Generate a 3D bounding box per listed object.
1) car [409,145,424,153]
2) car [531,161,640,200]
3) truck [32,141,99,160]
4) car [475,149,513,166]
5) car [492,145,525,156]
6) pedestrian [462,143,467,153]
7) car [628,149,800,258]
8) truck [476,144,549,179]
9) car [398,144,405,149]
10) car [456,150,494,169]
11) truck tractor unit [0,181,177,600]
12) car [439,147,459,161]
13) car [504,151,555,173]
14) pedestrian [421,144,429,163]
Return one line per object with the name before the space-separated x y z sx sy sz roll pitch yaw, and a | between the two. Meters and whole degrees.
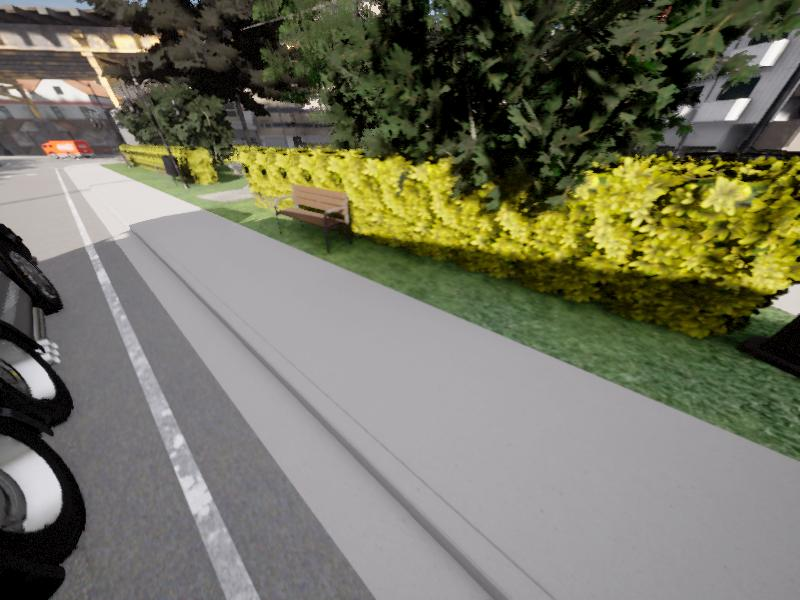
car | 3.925 -35.387 54.103 2.038 1.542 4.974 11 36 15
car | 9.573 -6.650 12.565 1.895 1.301 4.718 -4 35 -5
truck | -53.668 -24.198 37.261 5.204 2.467 2.627 -4 35 -5
car | 11.083 -17.198 27.731 2.163 1.488 4.792 -5 35 -6
car | 20.724 -28.765 44.373 5.238 1.638 1.930 -4 35 -5
pedestrian | 13.649 -32.384 49.153 0.751 1.860 0.751 10 36 14
car | 10.366 -2.829 6.344 2.150 2.045 5.566 -4 35 -5
truck | 8.727 -11.521 18.940 2.390 2.098 6.274 -3 35 -5
car | 0.512 -55.015 82.651 2.038 1.542 4.974 -4 35 -5
car | 7.935 -15.308 24.994 2.163 1.488 4.792 -4 35 -5
truck tractor unit | -4.962 -0.425 0.971 6.516 4.208 3.053 24 41 30
car | 7.196 -21.797 34.405 2.128 1.511 4.902 1 34 2
car | 11.893 -13.018 21.684 1.812 1.442 4.674 -4 35 -5
pedestrian | 2.902 -17.269 27.224 0.751 1.860 0.751 1 35 1
